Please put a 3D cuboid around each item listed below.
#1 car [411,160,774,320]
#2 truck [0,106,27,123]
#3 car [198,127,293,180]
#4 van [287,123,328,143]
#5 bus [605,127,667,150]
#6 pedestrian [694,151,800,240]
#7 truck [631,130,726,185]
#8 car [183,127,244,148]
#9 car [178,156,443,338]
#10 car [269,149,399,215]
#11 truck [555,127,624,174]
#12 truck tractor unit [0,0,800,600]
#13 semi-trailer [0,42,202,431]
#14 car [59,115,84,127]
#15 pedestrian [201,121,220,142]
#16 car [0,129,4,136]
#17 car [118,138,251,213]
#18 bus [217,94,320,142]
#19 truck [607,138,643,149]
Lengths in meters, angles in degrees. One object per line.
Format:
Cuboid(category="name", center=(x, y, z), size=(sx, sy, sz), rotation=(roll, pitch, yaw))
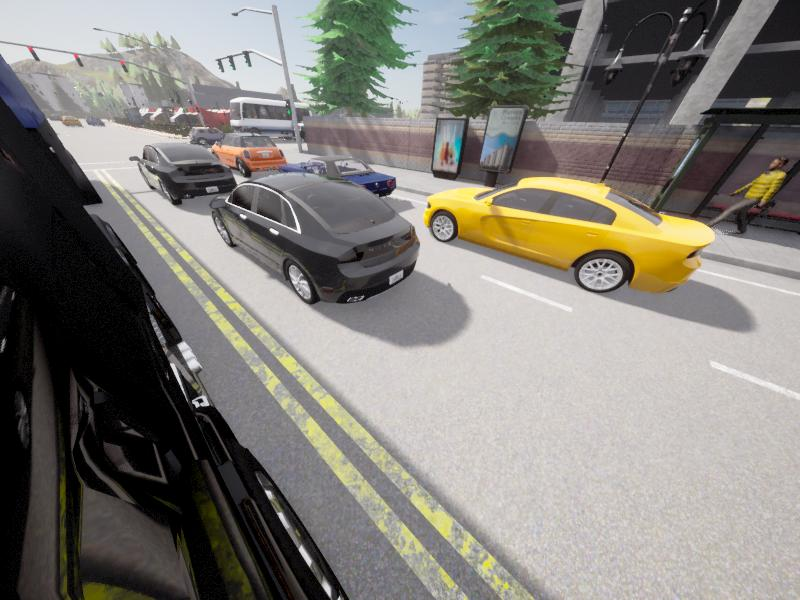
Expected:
Cuboid(category="car", center=(2.834, -1.747, 4.874), size=(5.008, 1.535, 1.882), rotation=(28, 44, 30))
Cuboid(category="truck", center=(-79.202, -37.735, 46.968), size=(5.204, 2.467, 2.627), rotation=(28, 44, 30))
Cuboid(category="car", center=(-7.821, -7.546, 11.730), size=(4.553, 1.767, 2.097), rotation=(28, 44, 30))
Cuboid(category="van", center=(-12.250, -22.468, 31.084), size=(2.069, 2.038, 4.480), rotation=(24, 42, 26))
Cuboid(category="bus", center=(61.492, -42.478, 60.719), size=(10.273, 4.253, 3.944), rotation=(28, 44, 30))
Cuboid(category="pedestrian", center=(8.838, -2.608, 5.840), size=(0.751, 1.860, 0.751), rotation=(21, 40, 22))
Cuboid(category="truck", center=(17.255, -9.271, 14.792), size=(2.615, 2.467, 5.204), rotation=(28, 44, 30))
Cuboid(category="car", center=(-17.407, -15.292, 21.710), size=(1.970, 1.475, 3.806), rotation=(28, 44, 29))
Cuboid(category="car", center=(-1.889, -1.514, 4.300), size=(4.892, 1.490, 1.837), rotation=(28, 44, 30))
Cuboid(category="car", center=(-2.472, -4.484, 8.396), size=(4.718, 1.301, 1.895), rotation=(28, 44, 30))
Cuboid(category="truck", center=(13.953, -11.030, 16.933), size=(2.615, 2.467, 5.204), rotation=(28, 44, 30))
Cuboid(category="truck tractor unit", center=(-2.645, -0.295, 0.351), size=(6.516, 4.208, 3.053), rotation=(28, 44, 30))
Cuboid(category="semi-trailer", center=(-8.696, -3.608, 4.225), size=(14.254, 4.402, 2.717), rotation=(28, 44, 30))
Cuboid(category="car", center=(-58.733, -31.930, 41.291), size=(5.008, 1.535, 1.882), rotation=(28, 43, 29))
Cuboid(category="pedestrian", center=(-20.803, -18.474, 25.330), size=(0.751, 1.860, 0.751), rotation=(20, 40, 21))
Cuboid(category="car", center=(-40.065, -16.500, 21.827), size=(5.366, 1.575, 1.801), rotation=(29, 44, 31))
Cuboid(category="car", center=(-7.406, -4.460, 7.885), size=(4.892, 1.490, 1.837), rotation=(28, 44, 30))
Cuboid(category="bus", center=(-16.508, -23.501, 30.349), size=(3.944, 4.253, 10.273), rotation=(28, 44, 30))
Cuboid(category="truck", center=(58.220, -40.692, 59.927), size=(6.274, 2.098, 2.390), rotation=(28, 44, 30))
